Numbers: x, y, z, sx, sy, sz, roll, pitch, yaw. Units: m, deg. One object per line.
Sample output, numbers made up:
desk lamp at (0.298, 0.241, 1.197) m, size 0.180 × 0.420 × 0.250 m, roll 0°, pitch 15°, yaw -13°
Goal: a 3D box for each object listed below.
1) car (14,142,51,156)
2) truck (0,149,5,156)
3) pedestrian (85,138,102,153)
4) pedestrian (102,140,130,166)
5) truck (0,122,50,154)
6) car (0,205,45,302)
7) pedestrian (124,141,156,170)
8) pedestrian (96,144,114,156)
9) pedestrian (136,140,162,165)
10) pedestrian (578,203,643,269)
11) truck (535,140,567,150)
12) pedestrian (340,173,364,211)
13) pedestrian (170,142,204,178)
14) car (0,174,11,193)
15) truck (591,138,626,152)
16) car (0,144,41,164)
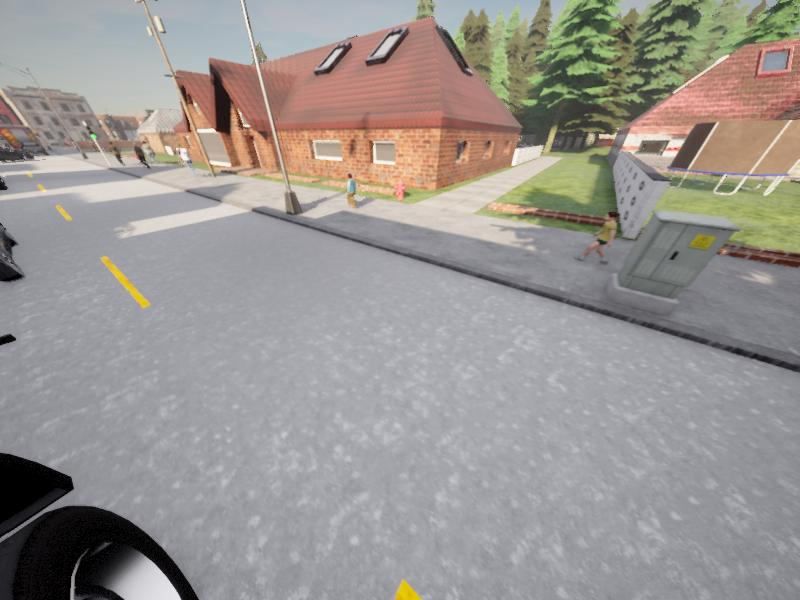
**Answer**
car at (-51.739, -21.302, 32.537) m, size 4.902 × 1.511 × 2.128 m, roll 22°, pitch 41°, yaw 28°
truck at (-57.858, -21.365, 31.754) m, size 5.204 × 2.467 × 2.627 m, roll 22°, pitch 41°, yaw 28°
pedestrian at (-46.095, -23.218, 34.771) m, size 0.751 × 1.860 × 0.751 m, roll 25°, pitch 42°, yaw 30°
pedestrian at (-24.239, -12.542, 19.745) m, size 0.751 × 1.860 × 0.751 m, roll 26°, pitch 43°, yaw 32°
truck at (-59.795, -25.527, 36.477) m, size 8.468 × 3.827 × 2.891 m, roll 22°, pitch 41°, yaw 28°
car at (-8.995, -1.125, 4.152) m, size 4.902 × 1.511 × 2.128 m, roll 22°, pitch 41°, yaw 28°
pedestrian at (-19.695, -10.960, 17.528) m, size 0.751 × 1.860 × 0.751 m, roll 20°, pitch 40°, yaw 26°
pedestrian at (-38.411, -19.544, 30.087) m, size 0.751 × 1.300 × 0.751 m, roll 14°, pitch 38°, yaw 19°
pedestrian at (-22.573, -13.298, 20.831) m, size 0.751 × 1.860 × 0.751 m, roll 22°, pitch 41°, yaw 28°
pedestrian at (4.080, -1.261, 4.564) m, size 0.500 × 1.100 × 0.500 m, roll 18°, pitch 39°, yaw 23°
truck at (38.504, -39.636, 59.050) m, size 6.274 × 2.098 × 2.390 m, roll 22°, pitch 41°, yaw 28°
pedestrian at (-1.669, -3.790, 8.119) m, size 0.500 × 1.100 × 0.500 m, roll 29°, pitch 44°, yaw 34°
pedestrian at (-13.113, -8.645, 14.283) m, size 0.751 × 1.860 × 0.751 m, roll 25°, pitch 42°, yaw 31°
car at (-21.495, -6.369, 11.194) m, size 4.605 × 1.855 × 1.932 m, roll 23°, pitch 41°, yaw 27°
truck at (48.090, -35.891, 53.471) m, size 5.204 × 2.467 × 2.627 m, roll 22°, pitch 41°, yaw 28°
car at (-40.469, -14.544, 23.025) m, size 1.837 × 1.490 × 4.892 m, roll 0°, pitch 35°, yaw -2°
